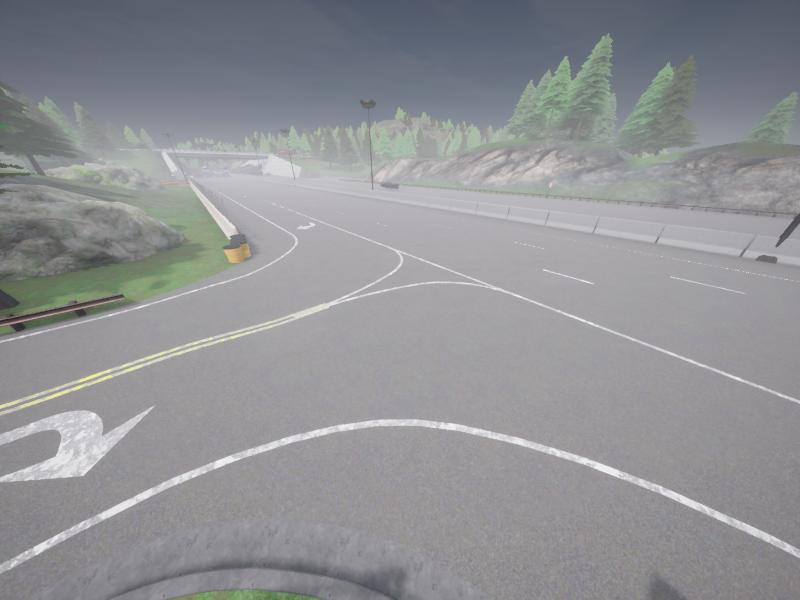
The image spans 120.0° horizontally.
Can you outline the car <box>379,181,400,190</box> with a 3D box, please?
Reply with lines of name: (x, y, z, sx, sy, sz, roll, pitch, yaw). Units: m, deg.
car: (-2.280, -25.165, 50.656, 1.882, 1.535, 5.008, -23, 37, -34)
